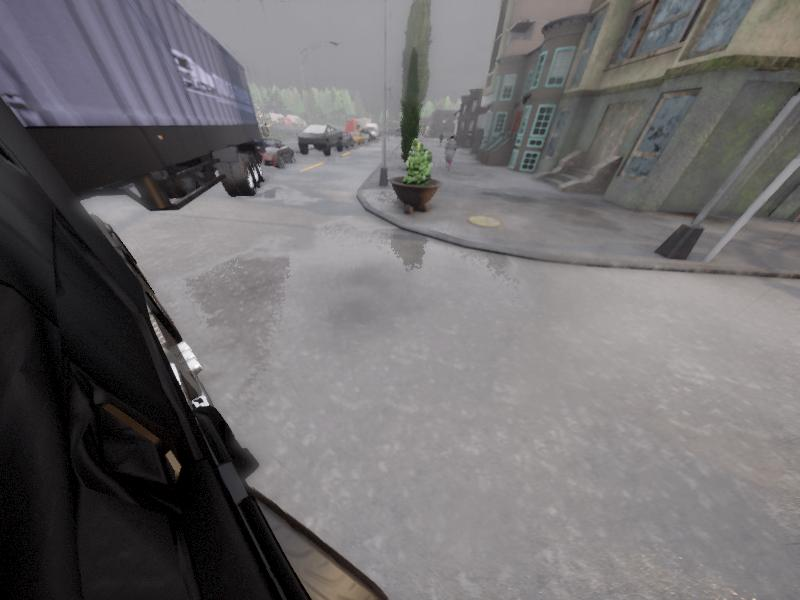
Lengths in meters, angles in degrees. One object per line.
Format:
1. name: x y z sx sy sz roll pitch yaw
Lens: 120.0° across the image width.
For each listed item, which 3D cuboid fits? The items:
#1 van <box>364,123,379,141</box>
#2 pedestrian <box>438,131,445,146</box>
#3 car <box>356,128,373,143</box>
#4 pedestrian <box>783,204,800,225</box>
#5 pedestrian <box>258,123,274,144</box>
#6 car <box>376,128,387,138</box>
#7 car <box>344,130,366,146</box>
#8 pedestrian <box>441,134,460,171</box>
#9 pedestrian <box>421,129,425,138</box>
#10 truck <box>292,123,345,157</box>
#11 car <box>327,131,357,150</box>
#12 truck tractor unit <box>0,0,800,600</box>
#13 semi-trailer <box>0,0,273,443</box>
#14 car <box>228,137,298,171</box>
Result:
1. van: -5.388 -32.378 44.498 1.988 2.561 5.915 4 37 1
2. pedestrian: 6.341 -24.783 35.486 0.751 1.860 0.751 1 37 -2
3. car: -5.795 -27.620 38.659 1.932 1.855 4.605 4 37 1
4. pedestrian: 13.567 -3.036 7.484 0.500 1.100 0.500 4 37 2
5. pedestrian: -14.776 -18.378 25.530 0.751 1.860 0.751 4 37 1
6. car: -4.577 -41.327 57.151 2.097 1.767 4.553 4 37 1
7. car: -6.218 -22.799 32.431 1.801 1.575 5.366 4 37 1
8. pedestrian: 3.148 -9.272 14.528 0.751 1.860 0.751 3 37 0
9. pedestrian: 6.117 -43.480 60.482 0.751 1.860 0.751 9 37 8
10. truck: -6.968 -14.464 20.801 2.390 2.098 6.274 4 37 1
11. car: -6.591 -18.602 26.850 2.128 1.511 4.902 4 37 1
12. truck tractor unit: -2.645 -0.295 0.351 6.516 4.208 3.053 28 44 30
13. semi-trailer: -6.004 -4.621 5.757 2.717 4.402 14.254 -10 39 -16
14. car: -7.857 -8.815 13.819 1.994 1.385 4.181 -1 36 -5
